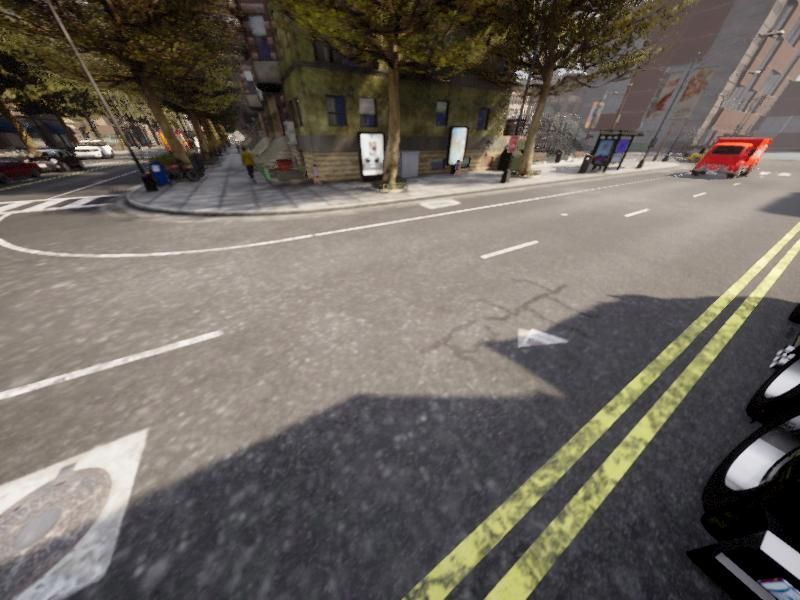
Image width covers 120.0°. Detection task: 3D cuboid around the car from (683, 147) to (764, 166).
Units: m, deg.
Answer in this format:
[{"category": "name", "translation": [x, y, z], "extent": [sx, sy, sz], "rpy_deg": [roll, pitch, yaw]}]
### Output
[{"category": "car", "translation": [37.520, -16.892, 27.126], "extent": [1.801, 1.575, 5.366], "rpy_deg": [-4, 35, -5]}]

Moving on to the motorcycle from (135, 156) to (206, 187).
[{"category": "motorcycle", "translation": [-12.685, -7.204, 12.915], "extent": [0.764, 1.277, 2.356], "rpy_deg": [9, 35, 30]}]

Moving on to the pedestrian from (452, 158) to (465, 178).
[{"category": "pedestrian", "translation": [3.891, -8.762, 15.340], "extent": [0.500, 1.100, 0.500], "rpy_deg": [-18, 39, -24]}]

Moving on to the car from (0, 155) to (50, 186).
[{"category": "car", "translation": [-24.748, -7.940, 14.109], "extent": [1.895, 1.301, 4.718], "rpy_deg": [-18, 39, -24]}]

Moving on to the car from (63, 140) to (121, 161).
[{"category": "car", "translation": [-39.422, -19.425, 29.859], "extent": [2.435, 2.045, 5.566], "rpy_deg": [-18, 39, -24]}]

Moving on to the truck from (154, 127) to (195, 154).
[{"category": "truck", "translation": [-40.907, -29.190, 42.313], "extent": [2.891, 3.827, 8.468], "rpy_deg": [-18, 39, -24]}]

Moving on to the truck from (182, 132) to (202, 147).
[{"category": "truck", "translation": [-69.500, -53.784, 77.441], "extent": [2.891, 3.827, 8.468], "rpy_deg": [-18, 39, -24]}]

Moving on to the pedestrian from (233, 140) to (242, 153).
[{"category": "pedestrian", "translation": [-27.752, -26.163, 39.460], "extent": [0.751, 1.860, 0.751], "rpy_deg": [-19, 39, -25]}]

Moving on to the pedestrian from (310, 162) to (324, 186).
[{"category": "pedestrian", "translation": [-4.433, -6.743, 12.385], "extent": [0.500, 1.100, 0.500], "rpy_deg": [-6, 35, -9]}]

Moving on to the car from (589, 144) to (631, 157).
[{"category": "car", "translation": [35.387, -25.393, 39.134], "extent": [2.097, 1.767, 4.553], "rpy_deg": [-18, 39, -24]}]

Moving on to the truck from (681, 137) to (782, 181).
[{"category": "truck", "translation": [24.488, -10.541, 17.142], "extent": [5.204, 2.467, 2.627], "rpy_deg": [-18, 39, -24]}]

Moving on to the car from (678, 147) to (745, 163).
[{"category": "car", "translation": [41.235, -19.354, 30.748], "extent": [2.128, 1.511, 4.902], "rpy_deg": [-18, 39, -24]}]

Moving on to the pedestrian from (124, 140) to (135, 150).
[{"category": "pedestrian", "translation": [-60.034, -34.371, 51.303], "extent": [0.751, 1.860, 0.751], "rpy_deg": [-14, 37, -20]}]

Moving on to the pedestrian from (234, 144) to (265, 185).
[{"category": "pedestrian", "translation": [-8.322, -7.501, 12.784], "extent": [0.751, 1.860, 0.751], "rpy_deg": [-27, 43, -33]}]

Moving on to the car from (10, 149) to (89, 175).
[{"category": "car", "translation": [-27.975, -11.246, 18.679], "extent": [1.970, 1.475, 3.806], "rpy_deg": [-18, 39, -24]}]

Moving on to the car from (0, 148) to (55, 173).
[{"category": "car", "translation": [-32.877, -11.850, 19.529], "extent": [2.231, 1.521, 4.892], "rpy_deg": [-18, 39, -24]}]

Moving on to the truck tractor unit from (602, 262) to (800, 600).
[{"category": "truck tractor unit", "translation": [5.116, -0.292, 0.797], "extent": [6.516, 4.208, 3.053], "rpy_deg": [-18, 39, -25]}]
